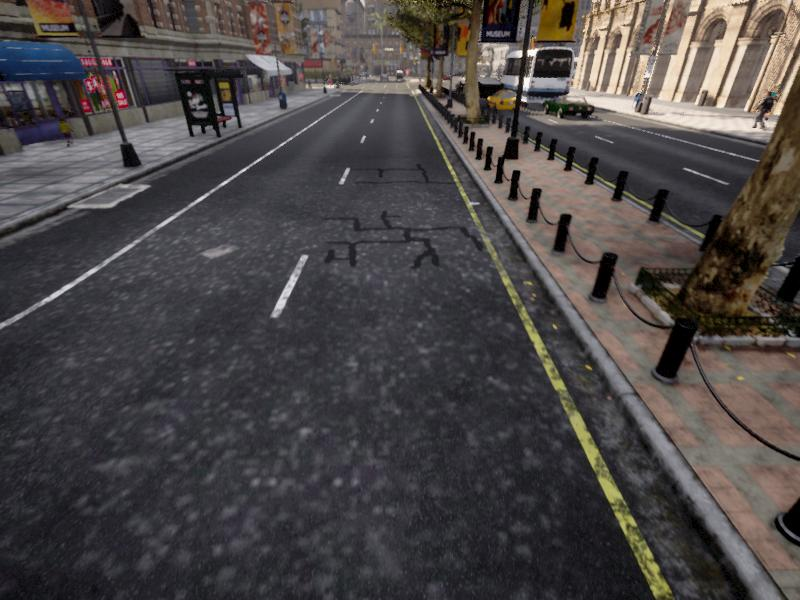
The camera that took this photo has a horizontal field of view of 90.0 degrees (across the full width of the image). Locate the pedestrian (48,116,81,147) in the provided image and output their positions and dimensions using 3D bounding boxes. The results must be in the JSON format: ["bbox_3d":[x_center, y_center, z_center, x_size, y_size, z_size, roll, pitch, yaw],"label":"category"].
[{"bbox_3d":[-13.574,-6.801,16.191,0.500,1.100,0.500,1,30,2],"label":"pedestrian"}]

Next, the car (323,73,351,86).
[{"bbox_3d":[-11.327,-39.930,72.421,4.605,1.855,1.932,2,30,3],"label":"car"}]

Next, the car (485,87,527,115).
[{"bbox_3d":[7.977,-15.331,30.656,1.801,1.575,5.366,0,30,0],"label":"car"}]

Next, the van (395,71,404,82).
[{"bbox_3d":[-0.067,-51.549,92.129,2.069,2.038,4.480,0,30,0],"label":"van"}]

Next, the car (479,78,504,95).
[{"bbox_3d":[11.463,-26.922,50.430,2.033,1.649,4.856,0,30,0],"label":"car"}]

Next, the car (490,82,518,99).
[{"bbox_3d":[11.466,-23.265,44.309,1.837,1.490,4.892,0,30,0],"label":"car"}]

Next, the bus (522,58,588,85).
[{"bbox_3d":[28.857,-42.932,75.198,10.273,4.253,3.944,-1,30,0],"label":"bus"}]

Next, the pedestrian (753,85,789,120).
[{"bbox_3d":[22.740,-12.135,24.569,0.751,1.860,0.751,2,30,3],"label":"pedestrian"}]

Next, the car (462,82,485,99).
[{"bbox_3d":[7.967,-22.990,43.804,1.845,1.501,3.633,0,30,0],"label":"car"}]

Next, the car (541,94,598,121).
[{"bbox_3d":[11.479,-13.298,27.464,1.895,1.301,4.718,0,30,0],"label":"car"}]

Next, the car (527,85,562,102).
[{"bbox_3d":[14.717,-21.258,41.065,1.895,1.301,4.718,0,30,0],"label":"car"}]

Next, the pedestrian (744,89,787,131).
[{"bbox_3d":[18.563,-9.672,20.356,0.751,1.860,0.751,-3,30,-5],"label":"pedestrian"}]

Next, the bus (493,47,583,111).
[{"bbox_3d":[11.342,-19.217,34.657,3.944,4.253,10.273,0,30,0],"label":"bus"}]

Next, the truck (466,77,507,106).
[{"bbox_3d":[7.971,-19.642,37.515,2.390,2.098,6.274,0,30,0],"label":"truck"}]

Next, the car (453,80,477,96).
[{"bbox_3d":[7.960,-26.283,49.452,2.128,1.511,4.902,0,30,0],"label":"car"}]
